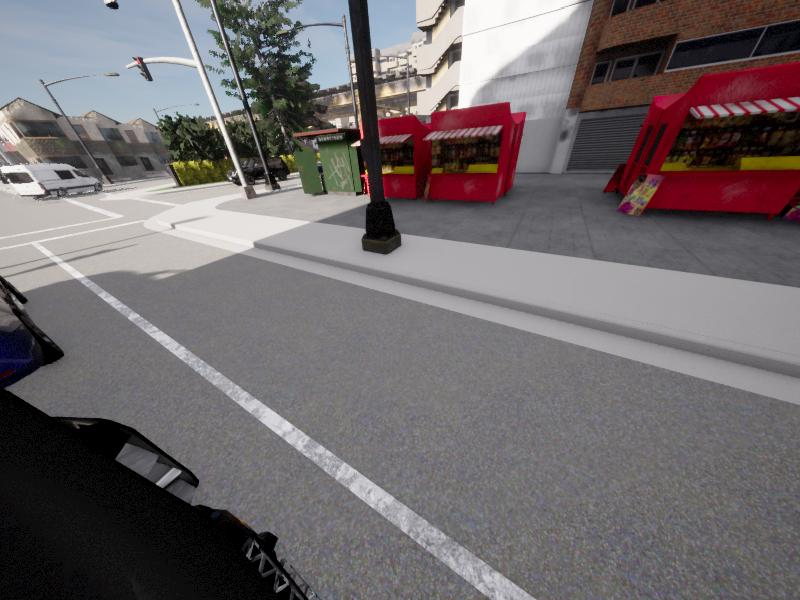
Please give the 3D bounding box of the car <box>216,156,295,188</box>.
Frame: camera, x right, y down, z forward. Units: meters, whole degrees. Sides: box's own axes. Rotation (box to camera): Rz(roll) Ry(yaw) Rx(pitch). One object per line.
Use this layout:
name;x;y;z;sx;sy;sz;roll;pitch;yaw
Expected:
car;-13.019;-11.961;21.370;2.150;2.045;5.566;15;38;27

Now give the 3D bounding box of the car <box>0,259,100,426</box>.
car;-6.373;0.267;2.729;4.792;1.488;2.163;15;38;26

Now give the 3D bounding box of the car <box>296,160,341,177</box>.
car;-9.319;-15.286;26.770;1.895;1.301;4.718;15;38;27

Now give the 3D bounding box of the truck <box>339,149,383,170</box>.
truck;-5.276;-19.615;32.247;2.390;2.098;6.274;15;38;27

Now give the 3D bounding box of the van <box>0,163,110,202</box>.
van;-31.194;-10.965;21.194;1.988;2.561;5.915;-9;33;-9
